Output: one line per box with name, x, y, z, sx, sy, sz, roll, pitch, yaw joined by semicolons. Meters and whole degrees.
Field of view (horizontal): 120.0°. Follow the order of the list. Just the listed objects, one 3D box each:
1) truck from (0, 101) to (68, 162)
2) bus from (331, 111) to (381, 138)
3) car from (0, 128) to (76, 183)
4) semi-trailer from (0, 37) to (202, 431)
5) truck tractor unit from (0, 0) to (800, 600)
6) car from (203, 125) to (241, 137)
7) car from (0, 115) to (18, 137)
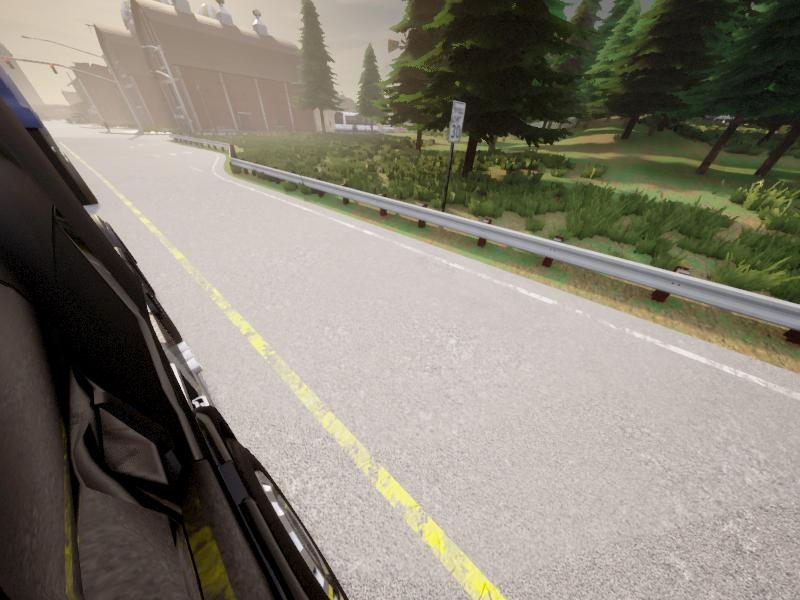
truck;-21.926;-9.534;12.949;5.204;2.467;2.627;27;43;28
bus;-9.142;-37.418;49.591;3.944;4.253;10.273;28;43;29
car;-16.061;-6.227;9.718;4.902;1.511;2.128;27;43;29
semi-trailer;-8.746;-3.573;4.179;14.254;4.402;2.717;28;43;29
truck tractor unit;-2.645;-0.295;0.351;6.516;4.208;3.053;28;44;30
car;-27.765;-26.429;36.143;1.994;1.385;4.181;27;43;29
car;-41.266;-16.592;21.876;4.611;1.667;2.242;-16;41;-24
